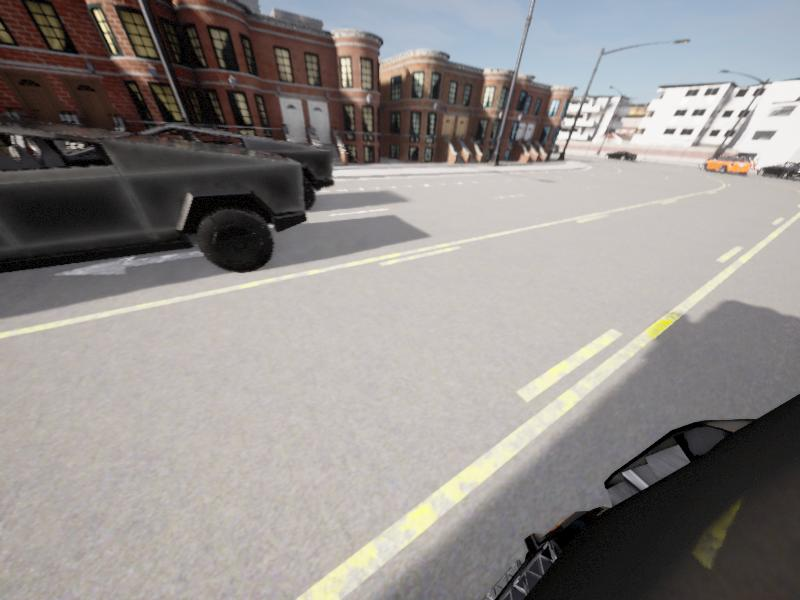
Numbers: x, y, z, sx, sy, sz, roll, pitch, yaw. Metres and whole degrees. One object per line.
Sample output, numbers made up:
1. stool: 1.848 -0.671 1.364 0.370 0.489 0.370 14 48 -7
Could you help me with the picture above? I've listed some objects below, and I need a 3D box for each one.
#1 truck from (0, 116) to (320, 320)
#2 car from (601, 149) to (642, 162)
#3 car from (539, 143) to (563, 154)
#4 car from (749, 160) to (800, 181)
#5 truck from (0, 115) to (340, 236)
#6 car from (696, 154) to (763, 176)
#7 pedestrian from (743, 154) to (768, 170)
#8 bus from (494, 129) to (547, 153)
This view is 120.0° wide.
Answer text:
1. truck: -4.871 -1.449 3.519 6.274 2.098 2.390 -17 40 -25
2. car: 38.766 -25.453 40.631 1.882 1.535 5.008 -5 37 -11
3. car: 35.192 -35.448 54.015 1.905 1.878 3.866 -15 40 -24
4. car: 40.965 -13.701 24.436 2.128 1.511 4.902 15 37 16
5. truck: -5.271 -3.680 6.603 6.274 2.098 2.390 -17 40 -25
6. car: 38.453 -16.017 27.239 2.097 1.767 4.553 12 37 13
7. pedestrian: 48.279 -18.737 31.385 0.751 1.860 0.751 3 36 0
8. bus: 29.002 -38.960 56.407 3.944 4.253 10.273 -16 40 -25
